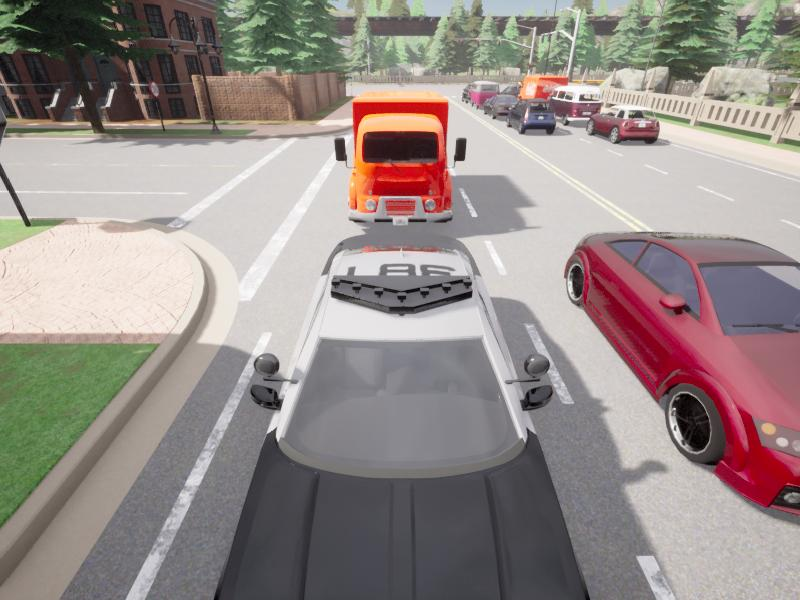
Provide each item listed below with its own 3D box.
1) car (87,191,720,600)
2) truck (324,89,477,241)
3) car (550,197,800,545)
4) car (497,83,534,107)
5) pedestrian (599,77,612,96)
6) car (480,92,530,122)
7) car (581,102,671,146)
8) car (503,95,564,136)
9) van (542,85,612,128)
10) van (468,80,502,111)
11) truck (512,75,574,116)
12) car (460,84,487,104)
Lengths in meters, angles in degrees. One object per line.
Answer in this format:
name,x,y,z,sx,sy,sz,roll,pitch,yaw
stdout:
car,0.011,0.616,3.356,1.930,1.638,5.238,0,30,0
truck,0.006,-3.588,9.713,2.627,2.467,5.204,0,30,0
car,3.497,0.144,4.422,1.994,1.385,4.181,-1,30,-1
car,10.509,-18.904,36.802,2.033,1.649,4.856,0,30,0
pedestrian,23.062,-23.970,44.910,0.751,1.860,0.751,1,30,1
car,7.011,-13.300,27.430,2.033,1.411,5.357,0,30,0
car,10.509,-8.409,18.972,1.970,1.475,3.806,0,30,0
car,7.010,-9.984,21.539,1.851,1.617,3.988,0,30,0
van,10.509,-11.803,24.227,2.069,2.038,4.480,0,30,0
van,7.009,-17.136,33.415,1.775,1.987,4.442,0,30,0
truck,10.513,-15.486,30.112,2.627,2.467,5.204,0,30,0
car,7.010,-19.855,38.501,1.789,1.549,3.705,0,30,0
